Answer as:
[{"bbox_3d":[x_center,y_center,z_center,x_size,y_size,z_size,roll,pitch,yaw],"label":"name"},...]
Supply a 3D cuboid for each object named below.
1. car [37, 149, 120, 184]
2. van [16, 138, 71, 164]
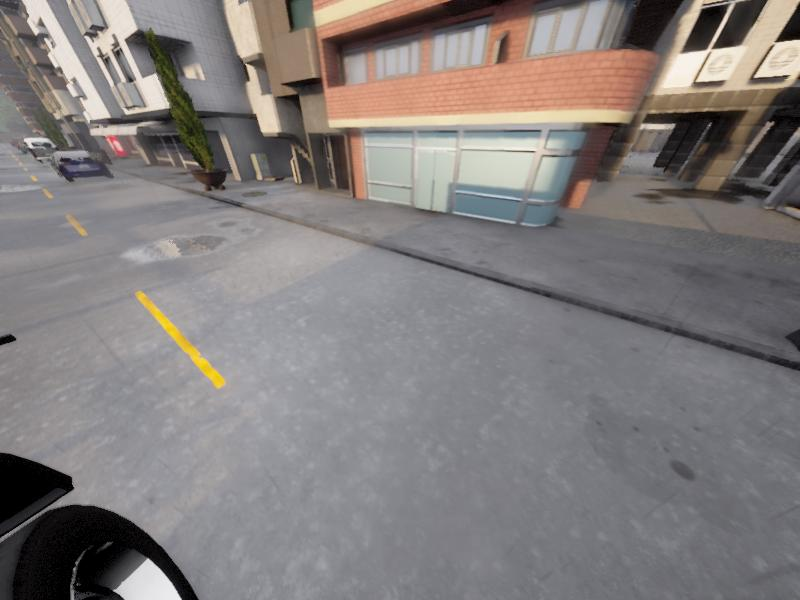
[{"bbox_3d":[-20.378,-8.558,14.629,4.792,1.488,2.163,22,41,28],"label":"car"},{"bbox_3d":[-36.036,-15.154,23.393,4.480,2.038,2.069,22,41,28],"label":"van"}]
